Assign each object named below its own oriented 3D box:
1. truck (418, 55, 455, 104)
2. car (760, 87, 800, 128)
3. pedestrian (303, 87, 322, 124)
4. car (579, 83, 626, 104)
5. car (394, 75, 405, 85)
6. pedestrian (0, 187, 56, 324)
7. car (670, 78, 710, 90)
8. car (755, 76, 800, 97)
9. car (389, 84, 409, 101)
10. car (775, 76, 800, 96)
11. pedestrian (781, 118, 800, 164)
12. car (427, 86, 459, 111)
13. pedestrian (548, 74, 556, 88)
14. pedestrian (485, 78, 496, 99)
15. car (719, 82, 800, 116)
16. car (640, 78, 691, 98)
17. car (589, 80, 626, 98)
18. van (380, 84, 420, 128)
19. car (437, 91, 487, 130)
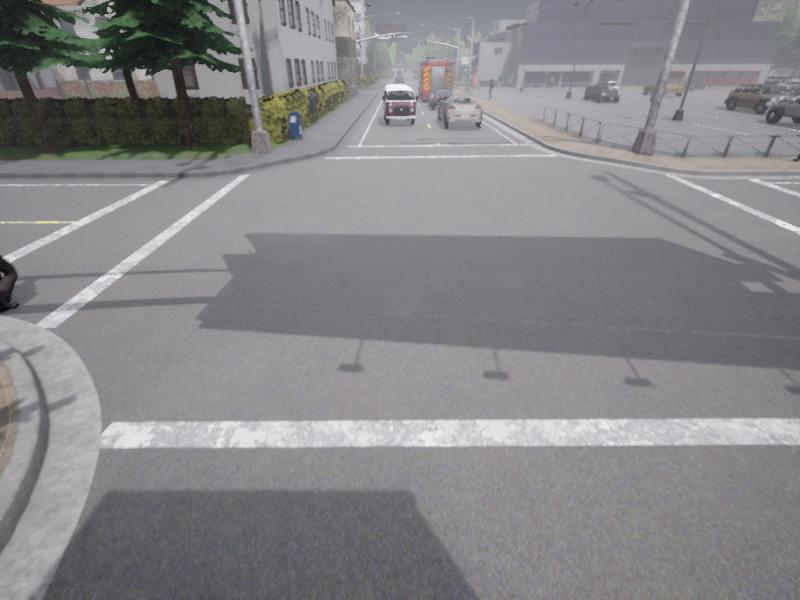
[{"bbox_3d":[3.436,-22.102,39.989,2.891,3.827,8.468,0,30,0],"label":"truck"},{"bbox_3d":[22.581,-10.524,21.902,1.905,1.878,3.866,0,30,0],"label":"car"},{"bbox_3d":[-5.015,-11.179,22.969,0.751,1.860,0.751,-2,30,-2],"label":"pedestrian"},{"bbox_3d":[18.860,-19.339,37.443,2.007,1.523,4.514,0,30,0],"label":"car"},{"bbox_3d":[-0.106,-40.992,74.623,1.837,1.490,4.892,0,30,0],"label":"car"},{"bbox_3d":[-5.968,-0.689,5.709,0.751,1.860,0.751,7,31,12],"label":"pedestrian"},{"bbox_3d":[42.851,-31.923,59.188,4.193,1.474,1.816,0,30,0],"label":"car"},{"bbox_3d":[41.706,-23.364,43.729,1.905,1.878,3.866,0,30,0],"label":"car"},{"bbox_3d":[-0.150,-21.770,41.880,1.994,1.385,4.181,-1,30,-1],"label":"car"},{"bbox_3d":[44.610,-23.569,44.100,1.932,1.855,4.605,0,30,0],"label":"car"},{"bbox_3d":[14.464,-5.803,14.011,0.751,1.860,0.751,0,30,0],"label":"pedestrian"},{"bbox_3d":[3.443,-16.608,32.864,2.038,1.542,4.974,0,30,0],"label":"car"},{"bbox_3d":[23.983,-34.567,63.111,0.751,1.860,0.751,0,30,1],"label":"pedestrian"},{"bbox_3d":[9.022,-21.016,39.796,0.751,1.860,0.751,2,30,3],"label":"pedestrian"},{"bbox_3d":[25.838,-14.494,28.709,1.932,1.855,4.605,0,30,0],"label":"car"},{"bbox_3d":[28.912,-23.235,43.749,2.152,1.636,5.027,0,30,0],"label":"car"},{"bbox_3d":[22.496,-22.972,43.500,1.970,1.475,3.806,0,30,0],"label":"car"},{"bbox_3d":[-0.097,-11.914,24.357,2.069,2.038,4.480,-2,30,-4],"label":"van"},{"bbox_3d":[3.511,-11.318,23.728,2.152,1.651,5.027,0,30,0],"label":"car"}]
